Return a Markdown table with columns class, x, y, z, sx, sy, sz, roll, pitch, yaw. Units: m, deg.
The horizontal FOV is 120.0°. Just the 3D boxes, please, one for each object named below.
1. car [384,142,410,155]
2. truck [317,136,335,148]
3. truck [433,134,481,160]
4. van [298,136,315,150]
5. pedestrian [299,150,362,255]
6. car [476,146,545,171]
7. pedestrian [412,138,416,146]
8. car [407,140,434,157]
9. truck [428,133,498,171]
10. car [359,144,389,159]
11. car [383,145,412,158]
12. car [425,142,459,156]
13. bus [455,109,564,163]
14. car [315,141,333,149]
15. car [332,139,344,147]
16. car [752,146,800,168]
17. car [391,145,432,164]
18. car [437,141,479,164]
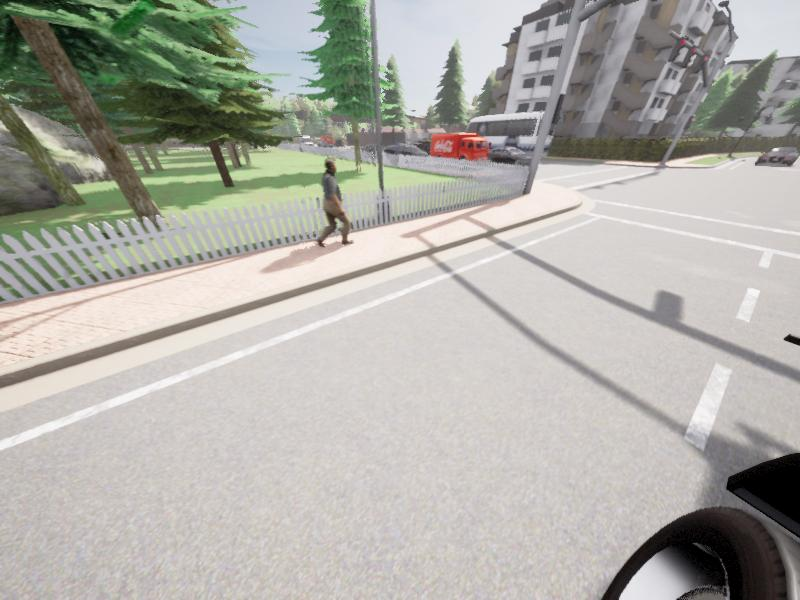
| class | x | y | z | sx | sy | sz | roll | pitch | yaw |
| --- | --- | --- | --- | --- | --- | --- | --- | --- | --- |
| car | -0.536 | -24.966 | 37.962 | 1.882 | 1.535 | 5.008 | -21 | 40 | -26 |
| truck | -19.996 | -42.601 | 62.289 | 2.627 | 2.467 | 5.204 | -21 | 40 | -26 |
| truck | 6.827 | -18.819 | 28.375 | 2.627 | 2.467 | 5.204 | -21 | 39 | -26 |
| van | -22.022 | -37.014 | 54.290 | 1.988 | 2.561 | 5.915 | -21 | 40 | -26 |
| pedestrian | -1.413 | -2.025 | 4.870 | 0.751 | 1.860 | 0.751 | -22 | 40 | -27 |
| car | 9.407 | -12.426 | 20.139 | 2.128 | 1.511 | 4.902 | -21 | 40 | -26 |
| pedestrian | 3.942 | -44.563 | 65.064 | 0.751 | 1.860 | 0.751 | -21 | 40 | -27 |
| car | 2.835 | -22.120 | 33.597 | 1.905 | 1.878 | 3.866 | -21 | 40 | -26 |
| truck | 5.131 | -12.897 | 20.004 | 2.627 | 2.467 | 5.204 | -21 | 40 | -26 |
| car | -3.613 | -20.251 | 31.339 | 1.837 | 1.490 | 4.892 | -21 | 40 | -26 |
| car | -0.402 | -21.037 | 32.602 | 1.895 | 1.301 | 4.718 | -21 | 40 | -26 |
| car | 6.137 | -22.777 | 34.774 | 1.801 | 1.575 | 5.366 | -21 | 40 | -26 |
| bus | 11.780 | -18.734 | 26.682 | 3.944 | 4.253 | 10.273 | -21 | 40 | -26 |
| car | -18.084 | -36.851 | 54.863 | 2.152 | 1.651 | 5.027 | -21 | 40 | -26 |
| car | -17.315 | -43.692 | 64.338 | 1.905 | 1.878 | 3.866 | -21 | 40 | -26 |
| car | 33.987 | -12.865 | 20.704 | 4.181 | 1.385 | 1.994 | -22 | 41 | -27 |
| car | 1.133 | -16.044 | 25.341 | 1.837 | 1.490 | 4.892 | -21 | 40 | -26 |
| car | 5.972 | -15.625 | 24.366 | 1.905 | 1.878 | 3.866 | -21 | 40 | -26 |
